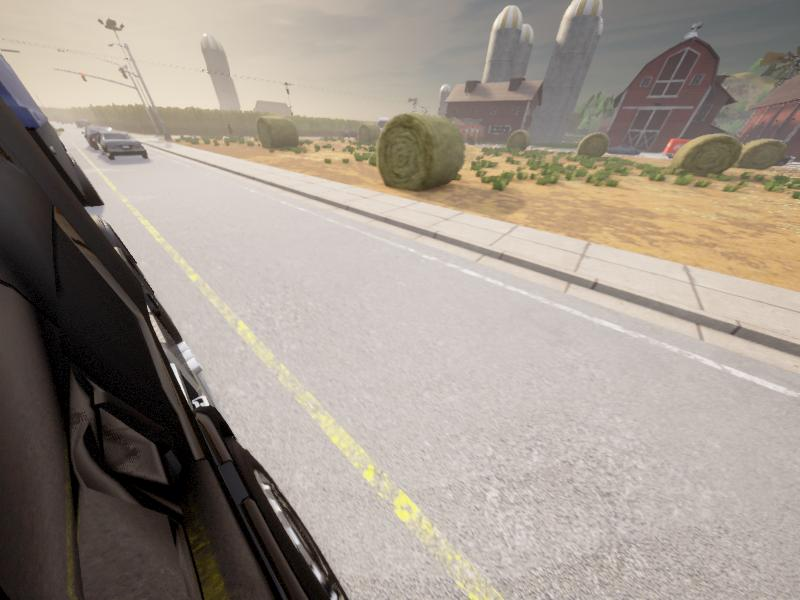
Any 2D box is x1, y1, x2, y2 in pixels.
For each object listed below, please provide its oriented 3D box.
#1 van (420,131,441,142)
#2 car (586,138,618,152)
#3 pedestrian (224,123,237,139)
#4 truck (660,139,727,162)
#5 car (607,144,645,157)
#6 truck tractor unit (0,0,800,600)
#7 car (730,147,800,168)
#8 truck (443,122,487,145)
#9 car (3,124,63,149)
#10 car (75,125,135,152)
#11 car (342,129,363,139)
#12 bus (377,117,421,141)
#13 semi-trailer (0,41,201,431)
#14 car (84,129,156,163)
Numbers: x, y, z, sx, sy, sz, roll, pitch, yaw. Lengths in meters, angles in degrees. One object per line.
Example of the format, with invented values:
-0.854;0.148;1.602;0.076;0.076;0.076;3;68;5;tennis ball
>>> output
7.447;-40.432;56.989;4.480;2.038;2.069;25;42;27;van
38.129;-29.331;43.740;3.866;1.878;1.905;-3;43;-5;car
-24.265;-24.213;33.061;0.751;1.860;0.751;25;42;27;pedestrian
42.341;-21.835;33.658;5.204;2.467;2.627;25;42;27;truck
36.366;-24.162;37.330;4.181;1.385;1.994;25;43;28;car
-2.645;-0.295;0.351;6.516;4.208;3.053;28;44;30;truck tractor unit
48.171;-18.891;30.540;4.605;1.855;1.932;25;42;27;car
14.540;-37.873;52.469;8.468;3.827;2.891;25;42;27;truck
-28.820;-12.984;18.280;4.181;1.385;1.994;28;44;30;car
-23.775;-13.046;18.577;4.792;1.488;2.163;28;43;30;car
-11.060;-38.901;54.044;2.097;1.767;4.553;25;42;28;car
-0.260;-42.196;57.049;10.273;4.253;3.944;7;37;6;bus
-8.702;-3.583;4.253;14.254;4.402;2.717;28;43;30;semi-trailer
-18.127;-10.029;14.923;5.357;1.411;2.033;28;43;30;car
